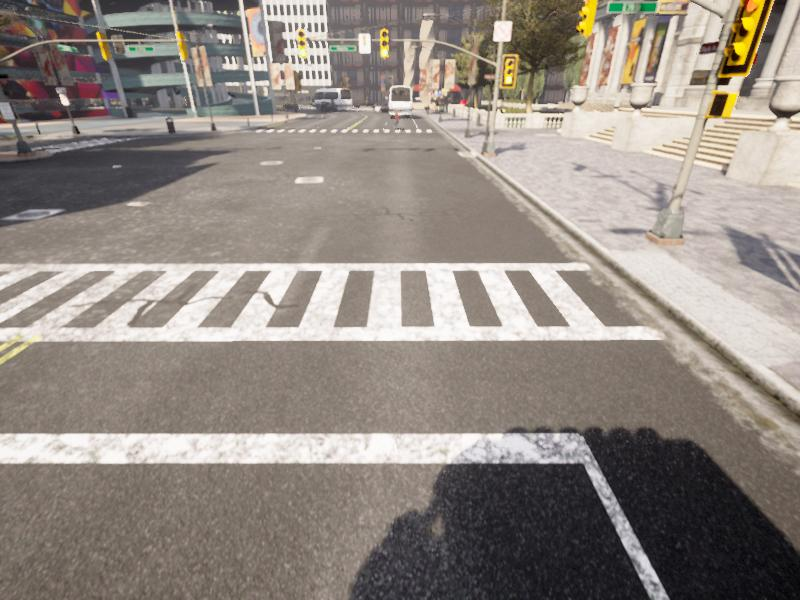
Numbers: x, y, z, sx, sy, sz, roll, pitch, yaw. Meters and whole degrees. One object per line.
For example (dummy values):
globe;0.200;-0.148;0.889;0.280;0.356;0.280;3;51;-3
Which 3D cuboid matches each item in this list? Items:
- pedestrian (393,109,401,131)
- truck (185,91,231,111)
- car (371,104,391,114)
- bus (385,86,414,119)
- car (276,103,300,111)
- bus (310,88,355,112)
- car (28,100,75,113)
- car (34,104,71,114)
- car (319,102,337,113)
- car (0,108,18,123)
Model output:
pedestrian;-0.316;-17.068;37.935;0.751;1.860;0.751;-1;27;-2
truck;-43.166;-44.848;90.127;8.468;3.827;2.891;2;27;3
car;-3.597;-36.376;76.031;2.038;1.542;4.974;-12;29;-22
bus;-0.270;-30.650;61.917;3.944;4.253;10.273;-1;27;-3
car;-26.094;-44.938;93.044;5.027;1.651;2.152;12;29;22
bus;-14.413;-42.171;84.427;3.944;4.253;10.273;-23;35;-37
car;-62.136;-34.499;71.421;5.566;2.045;2.435;0;27;0
car;-62.195;-34.150;71.599;4.514;1.523;2.007;0;27;0
car;-14.479;-38.734;80.333;1.905;1.878;3.866;-18;32;-31
car;-50.038;-22.379;48.484;4.902;1.511;2.128;0;27;0
